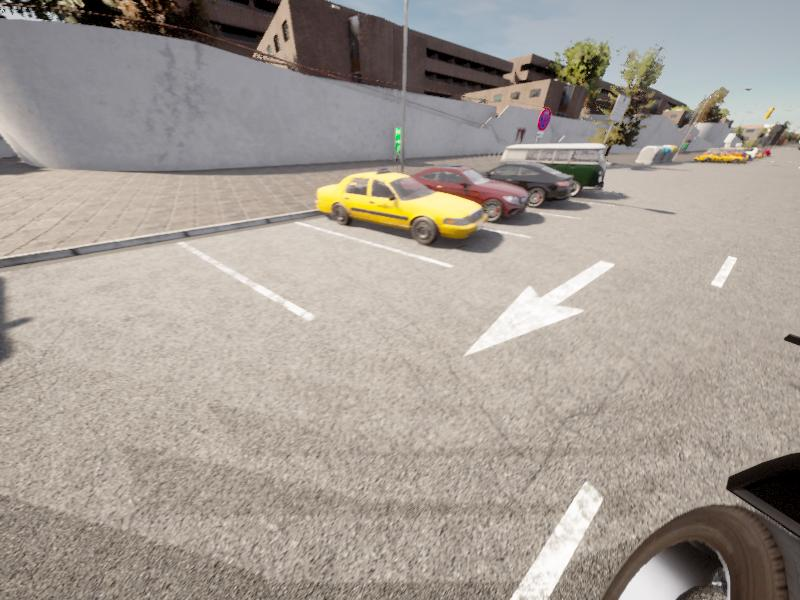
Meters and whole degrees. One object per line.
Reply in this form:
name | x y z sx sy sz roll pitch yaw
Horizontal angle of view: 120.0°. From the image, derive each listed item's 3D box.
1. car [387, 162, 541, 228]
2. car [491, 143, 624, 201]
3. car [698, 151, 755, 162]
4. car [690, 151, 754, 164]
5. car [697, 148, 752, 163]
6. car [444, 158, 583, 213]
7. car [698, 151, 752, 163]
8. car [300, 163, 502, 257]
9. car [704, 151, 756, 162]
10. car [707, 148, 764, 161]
car | 2.040 -3.948 8.239 4.674 1.452 2.002 21 40 29
car | 7.016 -6.113 10.809 4.442 1.987 1.878 21 40 29
car | 56.936 -25.187 40.484 5.366 1.575 1.946 22 39 28
car | 49.911 -22.262 36.020 5.366 1.575 1.946 22 39 28
car | 52.301 -23.405 37.358 4.442 1.987 1.878 22 39 28
car | 4.481 -4.935 9.620 4.674 1.452 2.002 21 40 29
car | 54.620 -24.173 38.996 4.792 1.488 2.163 22 39 28
car | -0.248 -2.932 6.736 5.366 1.575 1.946 21 40 29
car | 59.536 -26.056 41.827 4.892 1.521 2.231 22 39 28
car | 64.395 -28.141 44.568 5.566 2.045 2.435 22 39 28
